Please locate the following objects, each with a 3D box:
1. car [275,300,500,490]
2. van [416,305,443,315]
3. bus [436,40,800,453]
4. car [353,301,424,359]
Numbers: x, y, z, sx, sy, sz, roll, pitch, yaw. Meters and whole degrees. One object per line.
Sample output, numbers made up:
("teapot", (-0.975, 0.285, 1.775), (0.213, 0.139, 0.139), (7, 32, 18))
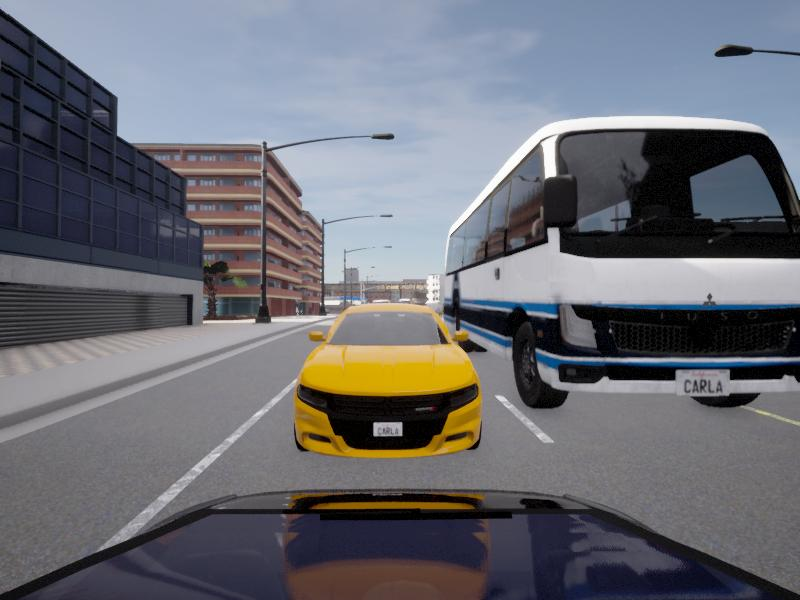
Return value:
("car", (-0.158, 0.790, 5.854), (1.882, 1.535, 5.008), (0, 1, -1))
("van", (7.336, 2.378, 99.819), (6.366, 2.431, 2.351), (0, -1, -2))
("bus", (3.384, -0.602, 9.304), (3.944, 4.253, 10.273), (0, 1, -1))
("car", (-0.325, 0.768, 12.619), (1.812, 1.442, 4.674), (0, 1, -1))
